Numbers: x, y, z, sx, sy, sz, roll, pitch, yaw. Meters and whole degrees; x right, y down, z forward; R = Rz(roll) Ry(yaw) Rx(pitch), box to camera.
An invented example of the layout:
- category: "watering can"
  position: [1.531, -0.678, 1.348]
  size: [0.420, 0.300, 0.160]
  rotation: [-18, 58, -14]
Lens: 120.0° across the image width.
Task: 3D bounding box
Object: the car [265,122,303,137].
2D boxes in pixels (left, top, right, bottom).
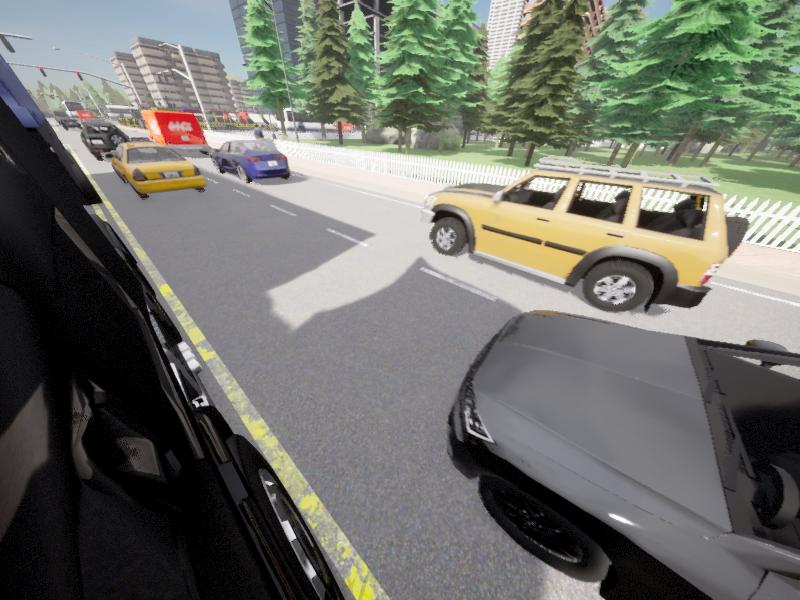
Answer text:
- category: "car"
  position: [-21.538, -31.859, 43.188]
  size: [2.150, 2.045, 5.566]
  rotation: [27, 43, 29]

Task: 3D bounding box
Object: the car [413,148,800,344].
- category: "car"
  position: [2.719, -1.520, 4.284]
  size: [4.605, 1.855, 1.932]
  rotation: [28, 44, 30]

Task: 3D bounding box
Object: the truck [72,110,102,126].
- category: "truck"
  position: [-67.407, -39.211, 49.739]
  size: [5.204, 2.467, 2.627]
  rotation: [28, 44, 30]

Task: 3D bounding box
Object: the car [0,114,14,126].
- category: "car"
  position: [-64.493, -29.024, 37.155]
  size: [4.674, 1.442, 1.812]
  rotation: [28, 44, 30]

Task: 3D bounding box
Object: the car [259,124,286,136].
- category: "car"
  position: [-24.608, -32.839, 44.671]
  size: [1.851, 1.617, 3.988]
  rotation: [27, 43, 29]

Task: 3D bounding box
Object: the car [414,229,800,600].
- category: "car"
  position: [2.334, 1.179, 0.988]
  size: [4.193, 1.474, 1.816]
  rotation: [28, 44, 30]

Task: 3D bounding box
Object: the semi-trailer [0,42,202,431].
- category: "semi-trailer"
  position: [-8.698, -3.606, 4.227]
  size: [14.254, 4.402, 2.717]
  rotation: [28, 44, 30]

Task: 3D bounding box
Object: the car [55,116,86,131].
- category: "car"
  position: [-49.617, -26.580, 34.769]
  size: [4.514, 1.525, 2.007]
  rotation: [28, 44, 30]

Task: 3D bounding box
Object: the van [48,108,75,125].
- category: "van"
  position: [-69.907, -37.850, 47.670]
  size: [5.915, 2.561, 1.988]
  rotation: [28, 44, 30]

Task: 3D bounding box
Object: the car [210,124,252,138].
- category: "car"
  position: [-25.395, -25.520, 34.895]
  size: [2.007, 1.525, 4.514]
  rotation: [27, 43, 29]

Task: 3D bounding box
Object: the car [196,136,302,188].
- category: "car"
  position: [-7.060, -6.577, 10.760]
  size: [4.792, 1.488, 2.163]
  rotation: [28, 44, 30]

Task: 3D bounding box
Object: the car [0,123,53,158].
- category: "car"
  position: [-22.968, -9.595, 13.786]
  size: [3.806, 1.475, 1.970]
  rotation: [28, 44, 30]

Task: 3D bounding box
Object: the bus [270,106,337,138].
- category: "bus"
  position: [-17.212, -32.584, 42.588]
  size: [3.944, 4.253, 10.273]
  rotation: [27, 43, 29]

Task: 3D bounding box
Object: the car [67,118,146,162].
- category: "car"
  position: [-17.571, -9.617, 13.822]
  size: [4.605, 1.855, 1.932]
  rotation: [28, 44, 30]

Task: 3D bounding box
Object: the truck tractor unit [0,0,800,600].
- category: "truck tractor unit"
  position: [-2.645, -0.295, 0.351]
  size: [6.516, 4.208, 3.053]
  rotation: [28, 44, 30]

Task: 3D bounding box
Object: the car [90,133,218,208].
- category: "car"
  position: [-8.867, -4.847, 8.245]
  size: [5.366, 1.575, 1.801]
  rotation: [28, 44, 30]

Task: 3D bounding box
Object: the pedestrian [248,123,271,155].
- category: "pedestrian"
  position: [-10.183, -11.704, 16.807]
  size: [0.751, 1.860, 0.751]
  rotation: [-27, 46, -34]

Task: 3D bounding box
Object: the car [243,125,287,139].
- category: "car"
  position: [-20.487, -25.738, 35.404]
  size: [1.930, 1.638, 5.238]
  rotation: [27, 43, 29]

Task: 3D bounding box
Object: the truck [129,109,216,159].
- category: "truck"
  position: [-15.932, -11.714, 16.252]
  size: [5.204, 2.467, 2.627]
  rotation: [29, 44, 29]
